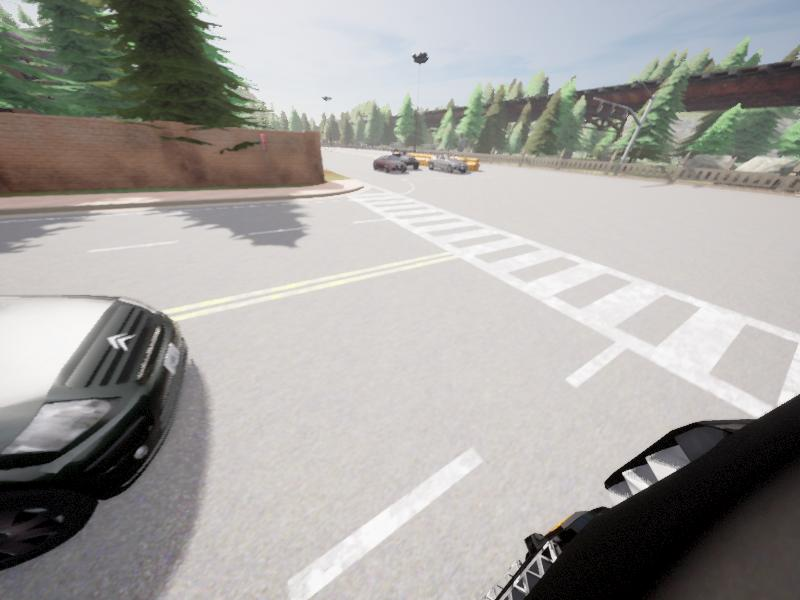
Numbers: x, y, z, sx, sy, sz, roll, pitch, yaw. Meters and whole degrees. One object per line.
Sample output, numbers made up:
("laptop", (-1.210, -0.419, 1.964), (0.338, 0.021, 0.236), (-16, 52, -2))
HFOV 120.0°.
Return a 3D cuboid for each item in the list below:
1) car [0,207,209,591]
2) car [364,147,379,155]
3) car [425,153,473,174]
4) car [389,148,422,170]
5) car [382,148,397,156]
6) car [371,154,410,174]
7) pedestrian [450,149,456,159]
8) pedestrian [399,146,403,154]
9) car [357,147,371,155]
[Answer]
("car", (-3.681, 0.797, 0.999), (3.988, 1.617, 1.851), (-16, 38, -26))
("car", (-7.476, -39.233, 60.702), (2.038, 1.542, 4.974), (-16, 38, -26))
("car", (5.155, -14.954, 25.225), (2.152, 1.651, 5.027), (-16, 38, -26))
("car", (0.517, -15.811, 25.917), (1.905, 1.878, 3.866), (-16, 38, -26))
("car", (-2.800, -38.437, 59.888), (1.837, 1.490, 4.892), (-16, 38, -26))
("car", (-1.008, -13.215, 22.387), (1.994, 1.385, 4.181), (-16, 38, -26))
("pedestrian", (12.324, -34.240, 54.100), (0.751, 1.860, 0.751), (-15, 38, -25))
("pedestrian", (0.329, -44.468, 68.505), (0.751, 1.860, 0.751), (-16, 38, -26))
("car", (-8.772, -36.611, 56.724), (1.970, 1.475, 3.806), (-16, 38, -26))
